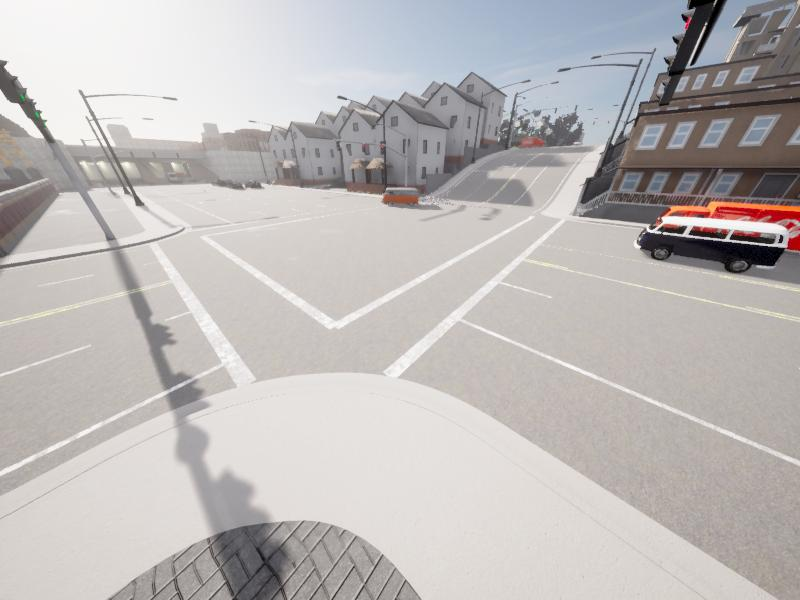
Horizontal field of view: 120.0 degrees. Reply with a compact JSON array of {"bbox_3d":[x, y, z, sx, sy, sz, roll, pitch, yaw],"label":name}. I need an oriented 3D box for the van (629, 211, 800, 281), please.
[{"bbox_3d":[14.563,-2.824,11.159,4.480,2.038,2.069,24,38,35],"label":"van"}]

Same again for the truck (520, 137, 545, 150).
[{"bbox_3d":[34.389,-40.565,60.096,5.204,2.467,2.627,15,33,24],"label":"truck"}]

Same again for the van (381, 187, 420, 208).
[{"bbox_3d":[0.086,-12.295,27.645,4.442,1.987,1.775,4,31,6],"label":"van"}]

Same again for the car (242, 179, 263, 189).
[{"bbox_3d":[-32.884,-25.887,51.600,4.611,1.667,2.242,24,38,35],"label":"car"}]

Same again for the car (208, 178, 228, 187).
[{"bbox_3d":[-44.261,-28.571,56.153,5.238,1.638,1.930,20,36,31],"label":"car"}]

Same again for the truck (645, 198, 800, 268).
[{"bbox_3d":[17.589,-3.927,12.639,5.204,2.467,2.627,25,38,36],"label":"truck"}]

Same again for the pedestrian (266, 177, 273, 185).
[{"bbox_3d":[-32.253,-29.485,57.164,0.751,1.860,0.751,23,37,34],"label":"pedestrian"}]

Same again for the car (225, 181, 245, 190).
[{"bbox_3d":[-35.336,-24.596,49.454,4.514,1.525,2.007,24,38,35],"label":"car"}]
